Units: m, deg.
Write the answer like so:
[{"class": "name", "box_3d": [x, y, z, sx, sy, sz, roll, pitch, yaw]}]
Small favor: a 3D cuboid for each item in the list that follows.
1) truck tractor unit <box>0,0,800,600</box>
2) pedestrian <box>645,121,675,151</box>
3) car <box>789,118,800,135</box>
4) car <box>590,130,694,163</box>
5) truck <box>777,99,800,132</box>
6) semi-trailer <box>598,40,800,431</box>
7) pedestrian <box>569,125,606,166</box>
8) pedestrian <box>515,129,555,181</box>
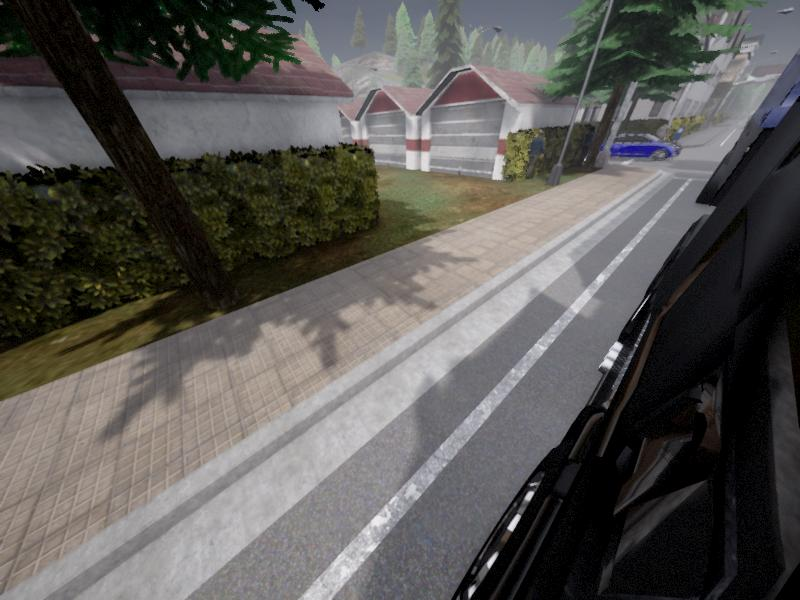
[{"class": "truck tractor unit", "box_3d": [2.645, -0.295, 0.351, 6.516, 4.208, 3.053, -28, 44, -30]}, {"class": "pedestrian", "box_3d": [20.236, -12.751, 18.000, 0.751, 1.860, 0.751, -28, 44, -30]}, {"class": "car", "box_3d": [43.334, -18.332, 24.158, 4.974, 1.542, 2.038, -28, 44, -30]}, {"class": "car", "box_3d": [15.470, -9.965, 15.028, 1.816, 1.474, 4.193, -29, 42, -29]}, {"class": "truck", "box_3d": [50.095, -22.903, 27.930, 8.468, 3.827, 2.891, -28, 44, -30]}, {"class": "semi-trailer", "box_3d": [8.677, -3.620, 4.247, 14.254, 4.402, 2.717, -28, 44, -30]}, {"class": "pedestrian", "box_3d": [10.649, -8.781, 13.184, 0.751, 1.860, 0.751, -20, 40, -22]}, {"class": "pedestrian", "box_3d": [5.875, -6.349, 10.141, 0.751, 1.860, 0.751, -25, 42, -27]}]
